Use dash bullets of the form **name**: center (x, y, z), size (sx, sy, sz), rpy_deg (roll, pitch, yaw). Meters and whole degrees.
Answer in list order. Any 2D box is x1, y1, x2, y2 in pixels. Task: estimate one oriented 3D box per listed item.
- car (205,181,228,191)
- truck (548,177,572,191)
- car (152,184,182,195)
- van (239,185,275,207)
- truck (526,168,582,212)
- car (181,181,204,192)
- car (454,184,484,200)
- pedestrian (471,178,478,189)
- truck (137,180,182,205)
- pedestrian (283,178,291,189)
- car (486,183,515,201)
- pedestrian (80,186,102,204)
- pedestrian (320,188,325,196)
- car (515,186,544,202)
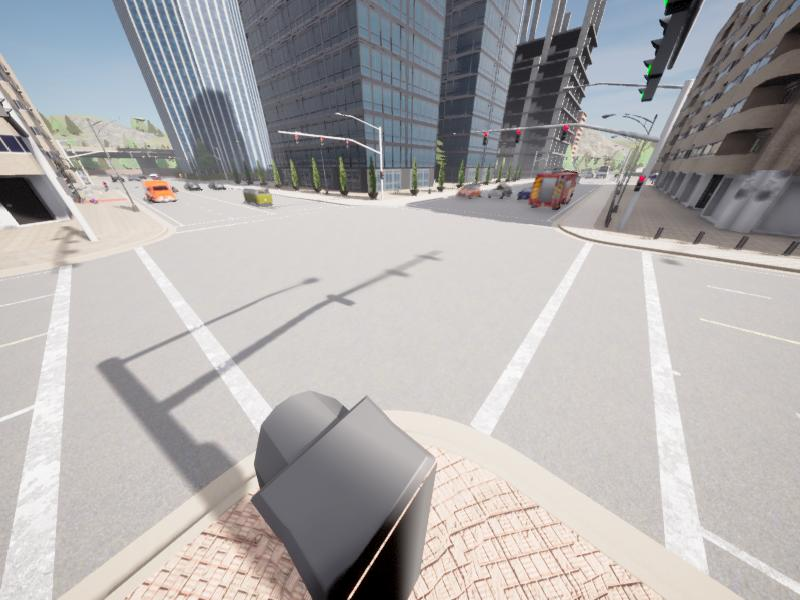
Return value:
- **car**: center (-36.284, -22.598, 45.619), size (4.514, 1.525, 2.007), rpy_deg (23, 37, 34)
- **truck**: center (31.585, -22.883, 45.431), size (2.390, 2.098, 6.274), rpy_deg (23, 37, 34)
- **car**: center (-39.575, -18.809, 39.215), size (4.181, 1.385, 1.994), rpy_deg (16, 33, 25)
- **van**: center (-17.075, -12.431, 27.553), size (4.442, 1.987, 1.775), rpy_deg (23, 37, 34)
- **truck**: center (17.418, -12.596, 25.887), size (2.891, 3.827, 8.468), rpy_deg (23, 37, 34)
- **car**: center (-39.821, -21.797, 44.233), size (4.514, 1.525, 2.007), rpy_deg (23, 37, 34)
- **car**: center (9.800, -15.346, 32.680), size (2.097, 1.767, 4.553), rpy_deg (23, 37, 34)
- **pedestrian**: center (14.202, -22.280, 44.274), size (0.751, 1.860, 0.751), rpy_deg (26, 39, 37)
- **truck**: center (-30.576, -13.745, 29.344), size (5.204, 2.467, 2.627), rpy_deg (23, 37, 34)
- **pedestrian**: center (-21.800, -22.372, 44.490), size (0.751, 1.860, 0.751), rpy_deg (-5, 30, -8)
- **car**: center (14.079, -15.198, 32.340), size (1.932, 1.855, 4.605), rpy_deg (23, 37, 34)
- **pedestrian**: center (-36.142, -12.259, 27.026), size (0.751, 1.860, 0.751), rpy_deg (15, 33, 24)
- **pedestrian**: center (-11.584, -16.141, 34.510), size (0.500, 1.100, 0.500), rpy_deg (-23, 37, -34)
- **car**: center (17.649, -14.446, 31.378), size (1.882, 1.535, 5.008), rpy_deg (23, 37, 34)
